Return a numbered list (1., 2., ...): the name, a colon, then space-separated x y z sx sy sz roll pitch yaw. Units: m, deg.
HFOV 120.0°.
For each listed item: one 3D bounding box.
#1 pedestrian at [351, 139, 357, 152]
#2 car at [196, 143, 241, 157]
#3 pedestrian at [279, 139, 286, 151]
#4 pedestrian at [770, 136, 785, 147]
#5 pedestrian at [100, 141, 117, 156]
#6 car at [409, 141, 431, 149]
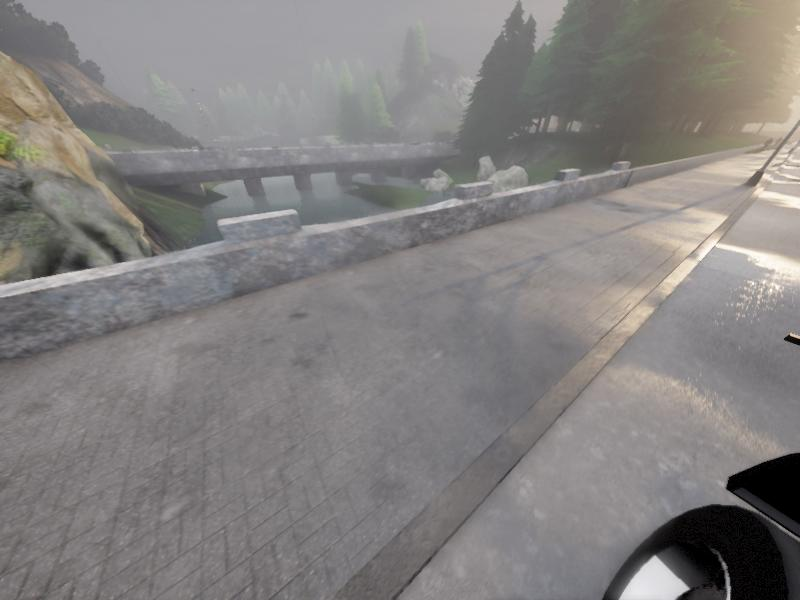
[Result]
1. pedestrian: -8.360 -28.078 41.953 0.751 1.860 0.751 -22 41 -28
2. car: -28.287 -23.556 36.151 5.238 1.638 1.930 -22 41 -27
3. pedestrian: -24.080 -31.823 47.415 0.751 1.860 0.751 -21 40 -26
4. pedestrian: 75.436 -31.602 46.121 0.751 1.860 0.751 -23 41 -28
5. pedestrian: -45.070 -23.466 35.776 0.751 1.860 0.751 -20 40 -25
6. car: 4.630 -36.714 54.568 5.008 1.535 1.882 -22 40 -27
